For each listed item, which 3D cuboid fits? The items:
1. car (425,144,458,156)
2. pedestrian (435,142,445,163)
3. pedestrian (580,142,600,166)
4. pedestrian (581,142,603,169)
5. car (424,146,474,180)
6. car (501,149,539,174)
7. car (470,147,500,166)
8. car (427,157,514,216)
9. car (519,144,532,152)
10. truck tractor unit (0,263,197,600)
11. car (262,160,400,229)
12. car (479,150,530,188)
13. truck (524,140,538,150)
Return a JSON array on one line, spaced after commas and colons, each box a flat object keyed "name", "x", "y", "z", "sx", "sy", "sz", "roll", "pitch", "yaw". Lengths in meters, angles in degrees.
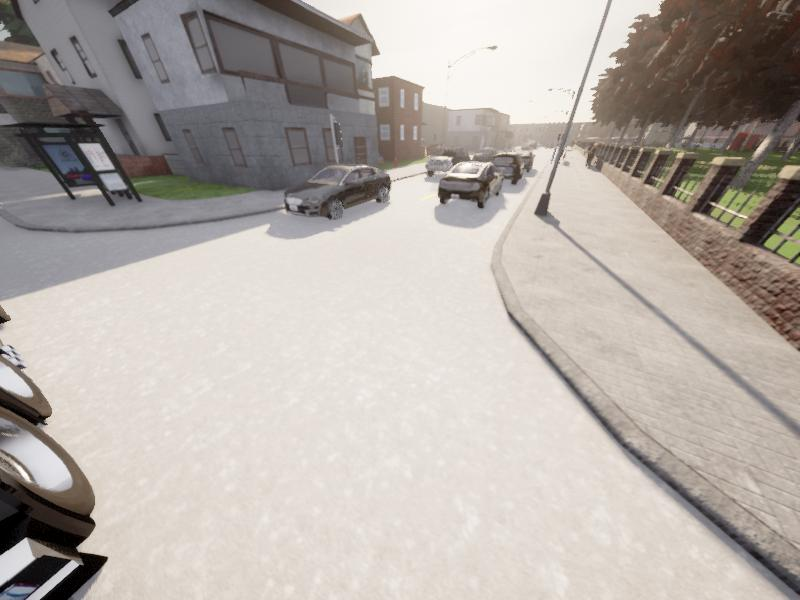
[{"name": "car", "x": 6.876, "y": -25.276, "z": 38.816, "sx": 4.856, "sy": 1.649, "sz": 2.033, "roll": 18, "pitch": 39, "yaw": 25}, {"name": "pedestrian", "x": 4.383, "y": -16.251, "z": 25.431, "sx": 0.751, "sy": 1.860, "sz": 0.751, "roll": 20, "pitch": 40, "yaw": 26}, {"name": "pedestrian", "x": 17.765, "y": -13.680, "z": 21.650, "sx": 0.751, "sy": 1.860, "sz": 0.751, "roll": 18, "pitch": 39, "yaw": 25}, {"name": "pedestrian", "x": 16.423, "y": -12.371, "z": 19.782, "sx": 0.751, "sy": 1.860, "sz": 0.751, "roll": 18, "pitch": 39, "yaw": 24}, {"name": "car", "x": 3.681, "y": -10.214, "z": 16.996, "sx": 1.932, "sy": 1.855, "sz": 4.605, "roll": 19, "pitch": 39, "yaw": 25}, {"name": "car", "x": 10.278, "y": -11.869, "z": 19.638, "sx": 2.128, "sy": 1.511, "sz": 4.902, "roll": 16, "pitch": 38, "yaw": 22}, {"name": "car", "x": 9.423, "y": -15.834, "z": 25.357, "sx": 1.837, "sy": 1.490, "sz": 4.892, "roll": 18, "pitch": 38, "yaw": 24}, {"name": "car", "x": 3.246, "y": -5.198, "z": 10.114, "sx": 2.128, "sy": 1.511, "sz": 4.902, "roll": 18, "pitch": 39, "yaw": 25}, {"name": "car", "x": 28.281, "y": -34.320, "z": 52.176, "sx": 1.812, "sy": 1.442, "sz": 4.674, "roll": 18, "pitch": 39, "yaw": 24}, {"name": "truck tractor unit", "x": -5.108, "y": -0.304, "z": 0.780, "sx": 6.516, "sy": 4.208, "sz": 3.053, "roll": 18, "pitch": 39, "yaw": 24}, {"name": "car", "x": -2.174, "y": -4.377, "z": 8.977, "sx": 2.128, "sy": 1.511, "sz": 4.902, "roll": 18, "pitch": 39, "yaw": 25}, {"name": "car", "x": 6.787, "y": -8.530, "z": 14.770, "sx": 2.033, "sy": 1.649, "sz": 4.856, "roll": 17, "pitch": 38, "yaw": 23}, {"name": "truck", "x": 34.584, "y": -40.837, "z": 60.909, "sx": 2.390, "sy": 2.098, "sz": 6.274, "roll": 18, "pitch": 39, "yaw": 24}]
